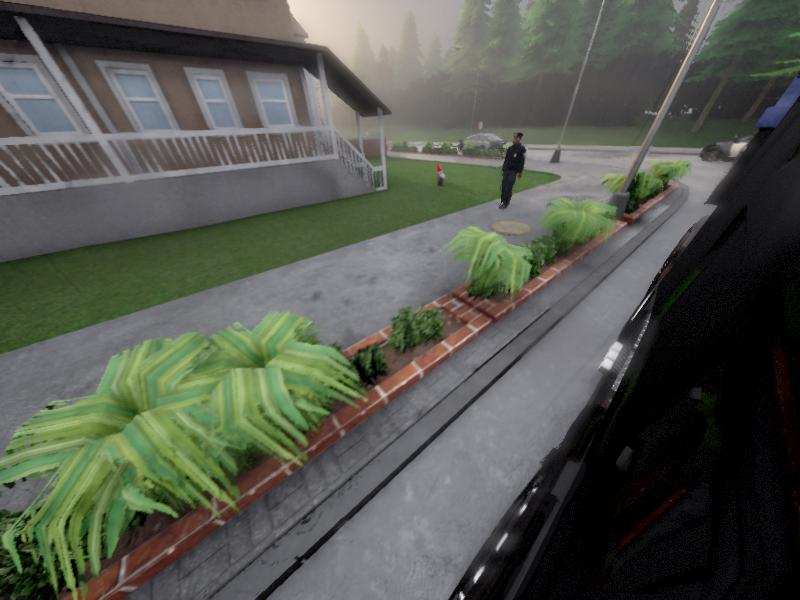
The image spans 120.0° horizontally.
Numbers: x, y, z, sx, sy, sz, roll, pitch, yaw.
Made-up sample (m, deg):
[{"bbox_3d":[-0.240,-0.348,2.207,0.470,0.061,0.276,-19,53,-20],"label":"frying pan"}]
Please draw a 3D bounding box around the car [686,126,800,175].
[{"bbox_3d":[17.699,-7.309,11.045,2.038,1.542,4.974,-1,37,3],"label":"car"}]

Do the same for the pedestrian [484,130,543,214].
[{"bbox_3d":[3.025,-3.454,6.298,0.751,1.860,0.751,-26,43,-28],"label":"pedestrian"}]

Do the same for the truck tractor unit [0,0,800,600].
[{"bbox_3d":[2.645,-0.295,0.351,6.516,4.208,3.053,-28,44,-30],"label":"truck tractor unit"}]

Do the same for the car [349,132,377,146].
[{"bbox_3d":[-6.289,-27.118,38.853,2.152,1.651,5.027,-26,43,-28],"label":"car"}]

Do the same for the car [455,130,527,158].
[{"bbox_3d":[7.312,-13.080,19.277,1.930,1.638,5.238,-26,43,-28],"label":"car"}]

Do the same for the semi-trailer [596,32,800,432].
[{"bbox_3d":[8.777,-3.548,4.153,14.254,4.402,2.717,-27,43,-29],"label":"semi-trailer"}]
